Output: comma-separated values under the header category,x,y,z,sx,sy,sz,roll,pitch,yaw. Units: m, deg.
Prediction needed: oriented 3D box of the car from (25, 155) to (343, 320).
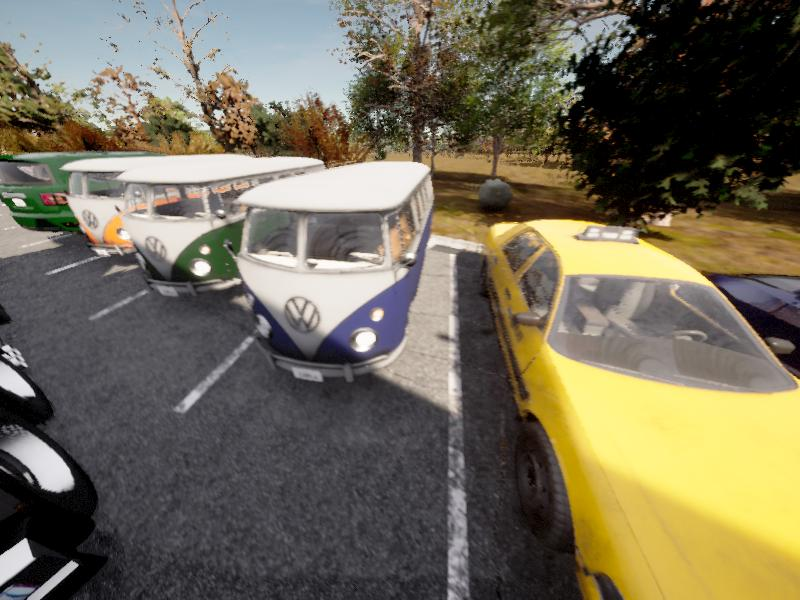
category,x,y,z,sx,sy,sz,roll,pitch,yaw
car,-3.070,-1.834,4.930,1.878,1.987,4.442,6,35,8

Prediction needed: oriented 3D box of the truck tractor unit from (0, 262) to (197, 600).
category,x,y,z,sx,sy,sz,roll,pitch,yaw
truck tractor unit,-5.108,-0.304,0.783,6.516,4.208,3.053,18,39,24

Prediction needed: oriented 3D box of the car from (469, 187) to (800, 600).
category,x,y,z,sx,sy,sz,roll,pitch,yaw
car,2.063,0.078,2.529,1.946,1.575,5.366,6,35,8

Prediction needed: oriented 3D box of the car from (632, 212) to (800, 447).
category,x,y,z,sx,sy,sz,roll,pitch,yaw
car,4.669,0.828,1.490,2.163,1.488,4.792,6,34,8

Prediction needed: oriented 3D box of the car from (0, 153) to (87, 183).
category,x,y,z,sx,sy,sz,roll,pitch,yaw
car,-27.637,-9.798,16.980,2.231,1.521,4.892,6,35,8

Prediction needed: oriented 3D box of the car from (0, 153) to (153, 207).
category,x,y,z,sx,sy,sz,roll,pitch,yaw
car,-15.908,-6.056,11.286,2.185,1.767,4.553,6,35,8

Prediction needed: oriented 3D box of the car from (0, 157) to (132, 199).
category,x,y,z,sx,sy,sz,roll,pitch,yaw
car,-18.847,-6.860,12.735,2.163,1.488,4.792,6,35,8

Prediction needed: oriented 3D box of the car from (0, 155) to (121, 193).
category,x,y,z,sx,sy,sz,roll,pitch,yaw
car,-21.750,-7.970,14.303,1.946,1.575,5.366,6,35,9

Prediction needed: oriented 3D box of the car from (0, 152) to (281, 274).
category,x,y,z,sx,sy,sz,roll,pitch,yaw
car,-5.645,-2.677,6.164,1.878,1.987,4.442,6,35,8

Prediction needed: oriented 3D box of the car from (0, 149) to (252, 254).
category,x,y,z,sx,sy,sz,roll,pitch,yaw
car,-8.197,-3.624,7.505,2.435,2.045,5.566,6,35,8

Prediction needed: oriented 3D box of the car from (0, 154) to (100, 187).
category,x,y,z,sx,sy,sz,roll,pitch,yaw
car,-24.711,-8.826,15.560,2.231,1.521,4.892,6,35,9

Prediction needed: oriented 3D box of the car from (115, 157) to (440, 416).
category,x,y,z,sx,sy,sz,roll,pitch,yaw
car,-0.495,-0.990,3.696,1.878,1.987,4.442,6,35,8
